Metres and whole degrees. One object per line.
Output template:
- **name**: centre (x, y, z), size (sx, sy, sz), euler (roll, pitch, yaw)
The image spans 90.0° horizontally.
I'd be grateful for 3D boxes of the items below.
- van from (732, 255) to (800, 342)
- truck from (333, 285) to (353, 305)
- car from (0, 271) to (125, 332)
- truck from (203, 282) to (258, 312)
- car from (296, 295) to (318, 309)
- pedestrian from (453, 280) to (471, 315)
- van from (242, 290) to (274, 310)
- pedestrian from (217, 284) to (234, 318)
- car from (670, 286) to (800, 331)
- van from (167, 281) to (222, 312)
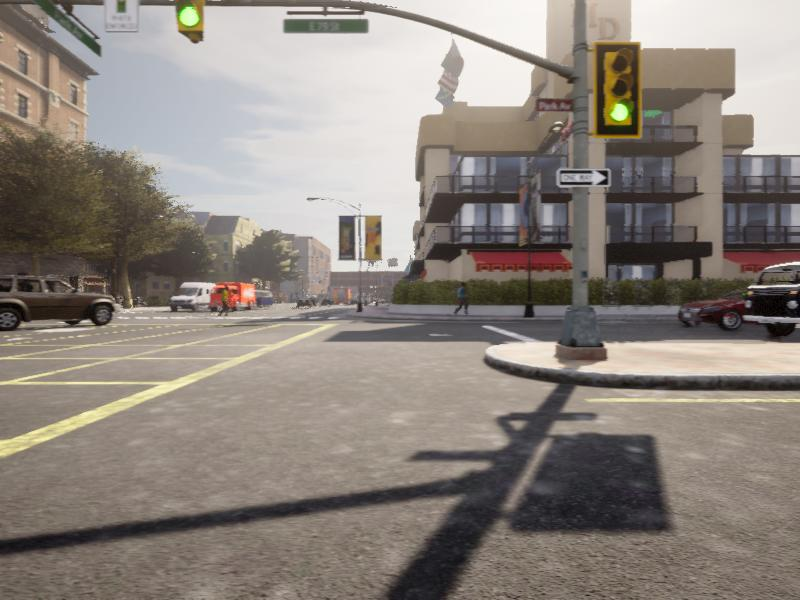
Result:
- **van**: centre (11.564, -0.031, 10.194), size (4.480, 2.038, 2.069), euler (0, 0, 0)
- **truck**: centre (-11.344, -0.922, 80.439), size (2.891, 3.827, 8.468), euler (0, 0, 0)
- **car**: centre (-12.605, 0.054, 14.029), size (1.932, 1.855, 4.605), euler (0, 0, 21)
- **truck**: centre (-14.599, -0.240, 34.914), size (2.627, 2.467, 5.204), euler (0, 0, 0)
- **car**: centre (-11.173, 0.218, 48.170), size (1.789, 1.549, 3.705), euler (0, 0, 0)
- **pedestrian**: centre (3.371, -0.115, 21.574), size (0.751, 1.860, 0.751), euler (0, 0, 28)
- **van**: centre (-14.635, 0.002, 41.413), size (1.775, 1.987, 4.442), euler (0, 0, 0)
- **pedestrian**: centre (-9.677, 0.039, 22.216), size (0.751, 1.860, 0.751), euler (0, 0, -14)
- **car**: centre (12.178, 0.268, 13.699), size (4.674, 1.442, 1.812), euler (0, 0, 0)
- **van**: centre (-18.112, -0.274, 35.603), size (1.988, 2.561, 5.915), euler (0, 0, -1)
